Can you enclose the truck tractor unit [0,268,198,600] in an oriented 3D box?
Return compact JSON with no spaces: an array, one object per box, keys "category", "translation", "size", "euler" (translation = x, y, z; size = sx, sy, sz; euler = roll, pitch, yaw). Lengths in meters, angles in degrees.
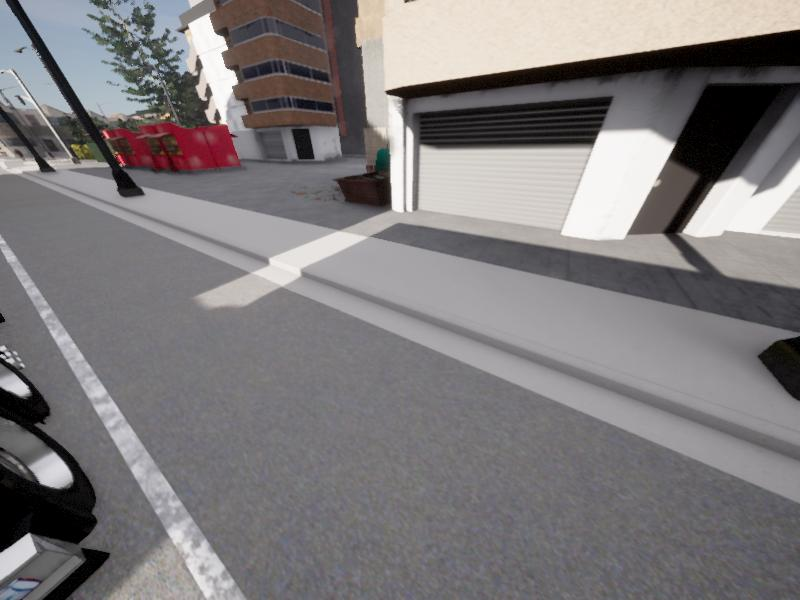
[{"category":"truck tractor unit","translation":[-5.119,-0.293,0.767],"size":[6.516,4.208,3.053],"euler":[18,39,24]}]
